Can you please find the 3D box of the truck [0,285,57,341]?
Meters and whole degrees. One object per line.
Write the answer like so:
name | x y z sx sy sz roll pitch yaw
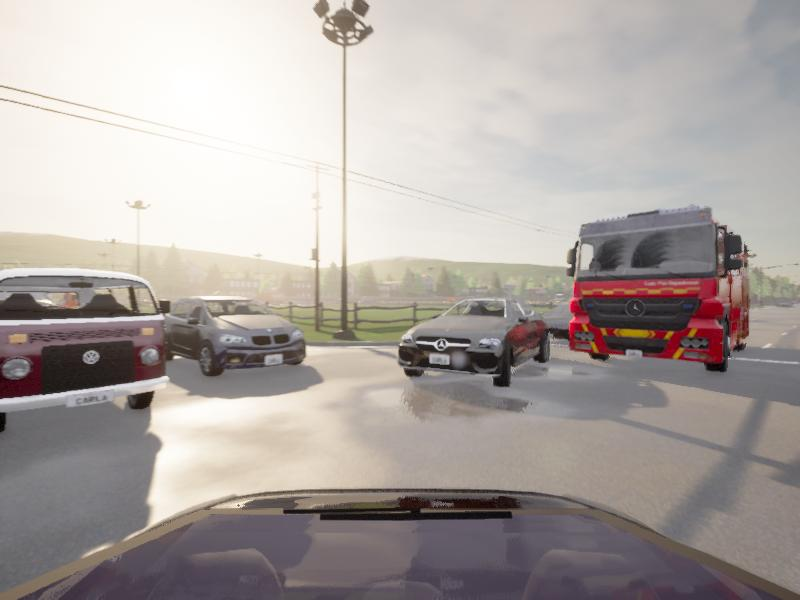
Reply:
truck | -16.810 0.495 17.624 2.390 2.098 6.274 0 0 -43

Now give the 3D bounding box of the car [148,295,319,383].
car | -4.316 0.736 9.964 4.611 1.667 2.242 0 0 43

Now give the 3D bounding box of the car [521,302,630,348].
car | 6.916 0.837 15.512 4.792 1.488 2.163 0 0 -43

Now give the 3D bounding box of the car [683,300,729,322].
car | 24.173 0.813 31.504 4.974 1.542 2.038 0 0 -43

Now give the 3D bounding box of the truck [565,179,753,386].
truck | 7.890 -0.328 11.460 2.891 3.827 8.468 0 0 44

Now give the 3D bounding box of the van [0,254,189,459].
van | -5.142 0.555 6.014 4.480 2.038 2.069 0 0 42

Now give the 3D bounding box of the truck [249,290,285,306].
truck | -34.546 -0.515 104.248 8.468 3.827 2.891 0 0 -42

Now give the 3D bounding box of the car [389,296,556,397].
car | 2.003 0.770 9.274 2.152 1.651 5.027 0 0 31

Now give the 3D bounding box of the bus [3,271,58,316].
bus | -39.637 -0.646 43.118 3.944 4.253 10.273 0 0 -42
